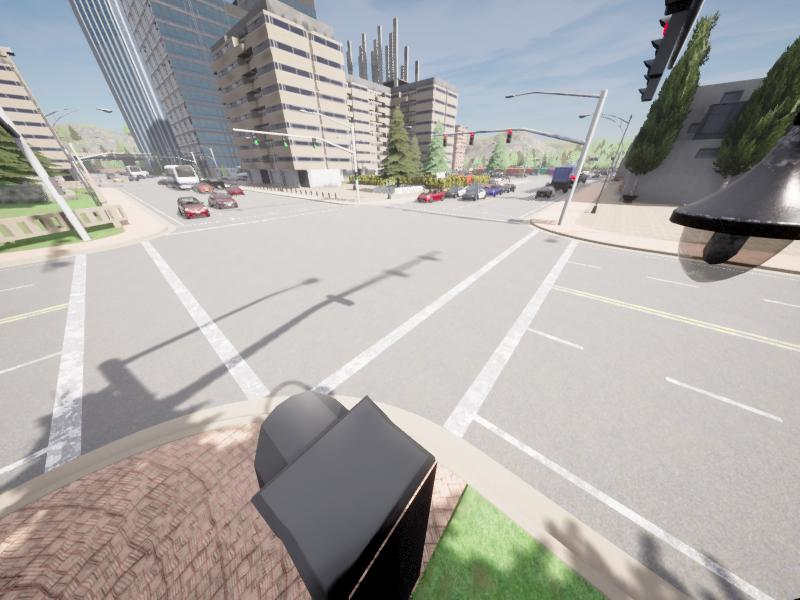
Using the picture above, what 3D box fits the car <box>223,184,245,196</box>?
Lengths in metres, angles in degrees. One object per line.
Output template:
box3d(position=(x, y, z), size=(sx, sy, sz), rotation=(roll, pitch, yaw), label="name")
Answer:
box3d(position=(-27.176, -17.985, 37.789), size=(1.994, 1.385, 4.181), rotation=(-24, 38, -35), label="car")

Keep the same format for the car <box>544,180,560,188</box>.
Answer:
box3d(position=(33.689, -25.688, 51.202), size=(1.895, 1.301, 4.718), rotation=(23, 37, 34), label="car")

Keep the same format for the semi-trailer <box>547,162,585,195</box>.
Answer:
box3d(position=(31.328, -22.998, 43.234), size=(2.717, 4.402, 14.254), rotation=(23, 39, 34), label="semi-trailer")

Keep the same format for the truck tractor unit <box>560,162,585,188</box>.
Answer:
box3d(position=(36.372, -26.099, 48.675), size=(3.053, 4.208, 6.516), rotation=(16, 29, 35), label="truck tractor unit")

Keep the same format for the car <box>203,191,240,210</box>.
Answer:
box3d(position=(-20.100, -11.219, 25.995), size=(4.674, 1.442, 1.812), rotation=(23, 37, 34), label="car")

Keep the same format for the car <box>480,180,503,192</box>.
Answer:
box3d(position=(17.256, -21.510, 43.592), size=(2.242, 1.667, 4.611), rotation=(23, 37, 34), label="car")

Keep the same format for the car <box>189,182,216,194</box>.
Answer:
box3d(position=(-34.695, -19.717, 40.534), size=(5.027, 1.651, 2.152), rotation=(23, 37, 34), label="car")

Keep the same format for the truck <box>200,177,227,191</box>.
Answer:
box3d(position=(-37.519, -23.377, 46.396), size=(6.274, 2.098, 2.390), rotation=(23, 37, 34), label="truck")

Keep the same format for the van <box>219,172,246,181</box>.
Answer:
box3d(position=(-54.541, -40.462, 75.550), size=(2.351, 2.431, 6.366), rotation=(23, 37, 34), label="van")

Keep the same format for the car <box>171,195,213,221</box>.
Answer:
box3d(position=(-19.080, -8.535, 21.181), size=(3.988, 1.617, 1.851), rotation=(24, 38, 36), label="car")

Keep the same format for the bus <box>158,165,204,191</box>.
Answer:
box3d(position=(-44.568, -24.931, 46.940), size=(10.273, 4.253, 3.944), rotation=(23, 37, 34), label="bus")

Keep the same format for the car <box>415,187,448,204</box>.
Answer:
box3d(position=(4.201, -13.723, 30.248), size=(2.007, 1.525, 4.514), rotation=(24, 38, 35), label="car")

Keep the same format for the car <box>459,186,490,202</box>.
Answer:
box3d(position=(10.255, -14.559, 31.692), size=(2.038, 1.542, 4.974), rotation=(23, 37, 34), label="car")

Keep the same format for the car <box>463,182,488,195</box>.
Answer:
box3d(position=(12.734, -18.797, 38.936), size=(2.033, 1.649, 4.856), rotation=(23, 37, 34), label="car")

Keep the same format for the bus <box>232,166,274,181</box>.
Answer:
box3d(position=(-48.457, -42.032, 76.447), size=(3.944, 4.253, 10.273), rotation=(23, 37, 34), label="bus")

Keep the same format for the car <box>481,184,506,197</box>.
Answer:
box3d(position=(14.747, -17.231, 36.324), size=(2.007, 1.525, 4.514), rotation=(23, 37, 34), label="car")

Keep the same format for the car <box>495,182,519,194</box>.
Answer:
box3d(position=(18.843, -19.664, 40.553), size=(2.128, 1.511, 4.902), rotation=(23, 37, 34), label="car")

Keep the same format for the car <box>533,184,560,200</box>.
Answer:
box3d(position=(21.498, -15.858, 33.831), size=(1.930, 1.638, 5.238), rotation=(23, 37, 34), label="car")

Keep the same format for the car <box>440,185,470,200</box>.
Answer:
box3d(position=(8.260, -16.092, 34.347), size=(2.038, 1.542, 4.974), rotation=(23, 37, 34), label="car")
